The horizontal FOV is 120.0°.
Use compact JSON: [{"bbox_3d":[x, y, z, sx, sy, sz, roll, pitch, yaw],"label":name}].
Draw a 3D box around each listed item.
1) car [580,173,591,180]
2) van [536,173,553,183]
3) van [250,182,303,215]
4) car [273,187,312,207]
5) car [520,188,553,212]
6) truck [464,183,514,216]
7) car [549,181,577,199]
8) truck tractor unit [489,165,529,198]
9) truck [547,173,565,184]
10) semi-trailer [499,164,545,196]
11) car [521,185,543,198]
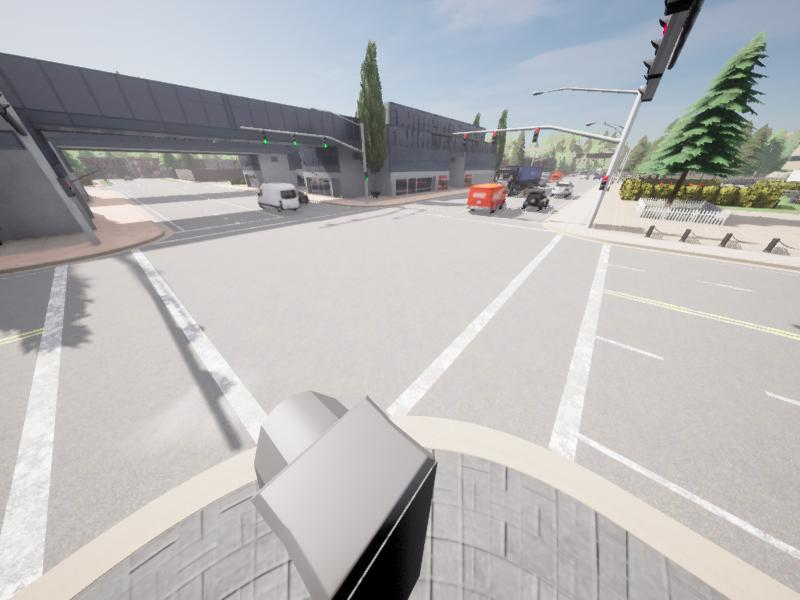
[{"bbox_3d":[67.713,-45.132,84.134,2.150,2.045,5.566,23,37,34],"label":"car"},{"bbox_3d":[41.914,-35.383,66.863,2.351,2.431,6.366,23,37,34],"label":"van"},{"bbox_3d":[-12.854,-10.673,23.952,5.915,2.561,1.988,23,37,34],"label":"van"},{"bbox_3d":[-13.315,-12.770,28.482,5.238,1.638,1.930,23,37,34],"label":"car"},{"bbox_3d":[14.640,-10.744,24.725,1.905,1.878,3.866,23,37,34],"label":"car"},{"bbox_3d":[9.099,-10.403,23.569,2.627,2.467,5.204,23,38,34],"label":"truck"},{"bbox_3d":[25.019,-16.993,35.394,2.150,2.045,5.566,23,37,34],"label":"car"},{"bbox_3d":[17.073,-18.647,36.089,3.053,4.208,6.516,23,37,34],"label":"truck tractor unit"},{"bbox_3d":[42.344,-32.928,62.583,2.627,2.467,5.204,23,36,34],"label":"truck"},{"bbox_3d":[22.158,-21.766,41.289,2.717,4.402,14.254,23,37,34],"label":"semi-trailer"},{"bbox_3d":[20.256,-16.654,35.322,1.845,1.501,3.633,23,37,34],"label":"car"}]
